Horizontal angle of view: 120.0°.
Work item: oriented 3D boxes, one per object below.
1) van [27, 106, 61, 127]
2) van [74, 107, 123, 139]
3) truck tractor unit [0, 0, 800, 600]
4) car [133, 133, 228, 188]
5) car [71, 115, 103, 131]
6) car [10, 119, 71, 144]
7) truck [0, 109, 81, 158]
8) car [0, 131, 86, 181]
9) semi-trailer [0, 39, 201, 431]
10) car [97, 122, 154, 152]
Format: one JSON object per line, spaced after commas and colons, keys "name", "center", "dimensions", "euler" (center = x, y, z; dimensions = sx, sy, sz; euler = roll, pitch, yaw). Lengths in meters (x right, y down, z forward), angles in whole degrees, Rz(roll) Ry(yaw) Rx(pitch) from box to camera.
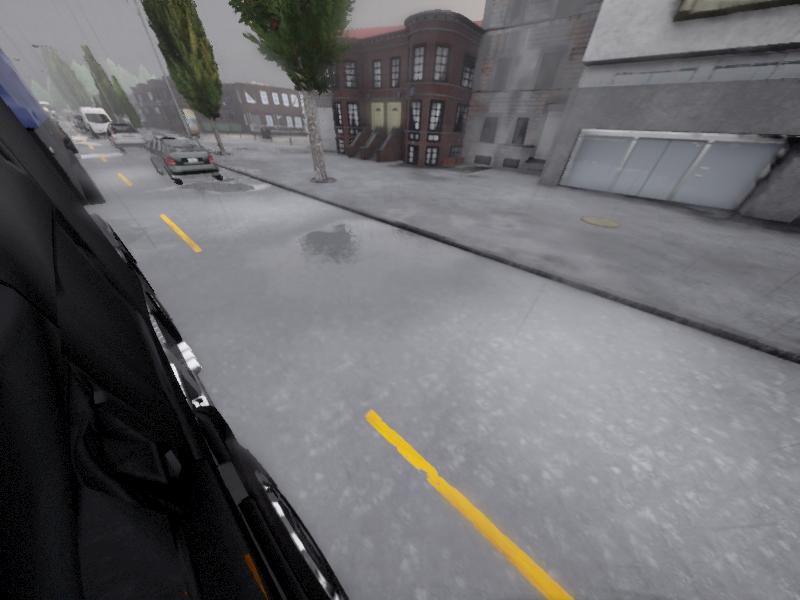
{"name": "van", "center": [-59.962, -30.990, 39.016], "dimensions": [5.915, 2.561, 1.988], "euler": [29, 44, 30]}
{"name": "van", "center": [-33.221, -19.505, 25.443], "dimensions": [5.915, 2.561, 1.988], "euler": [29, 44, 30]}
{"name": "truck tractor unit", "center": [-2.645, -0.295, 0.351], "dimensions": [6.516, 4.208, 3.053], "euler": [28, 44, 30]}
{"name": "car", "center": [-9.349, -6.062, 9.857], "dimensions": [3.705, 1.549, 1.789], "euler": [29, 44, 30]}
{"name": "car", "center": [-47.678, -26.960, 35.190], "dimensions": [4.611, 1.667, 2.242], "euler": [30, 44, 31]}
{"name": "car", "center": [-30.111, -14.266, 19.504], "dimensions": [4.902, 1.511, 2.128], "euler": [29, 44, 31]}
{"name": "truck", "center": [-22.945, -10.594, 14.571], "dimensions": [6.274, 2.098, 2.390], "euler": [29, 44, 31]}
{"name": "car", "center": [-15.701, -6.325, 9.949], "dimensions": [4.181, 1.385, 1.994], "euler": [29, 44, 31]}
{"name": "semi-trailer", "center": [-8.673, -3.624, 4.249], "dimensions": [14.254, 4.402, 2.717], "euler": [28, 44, 30]}
{"name": "car", "center": [-20.688, -12.285, 17.389], "dimensions": [3.988, 1.617, 1.851], "euler": [29, 44, 30]}
